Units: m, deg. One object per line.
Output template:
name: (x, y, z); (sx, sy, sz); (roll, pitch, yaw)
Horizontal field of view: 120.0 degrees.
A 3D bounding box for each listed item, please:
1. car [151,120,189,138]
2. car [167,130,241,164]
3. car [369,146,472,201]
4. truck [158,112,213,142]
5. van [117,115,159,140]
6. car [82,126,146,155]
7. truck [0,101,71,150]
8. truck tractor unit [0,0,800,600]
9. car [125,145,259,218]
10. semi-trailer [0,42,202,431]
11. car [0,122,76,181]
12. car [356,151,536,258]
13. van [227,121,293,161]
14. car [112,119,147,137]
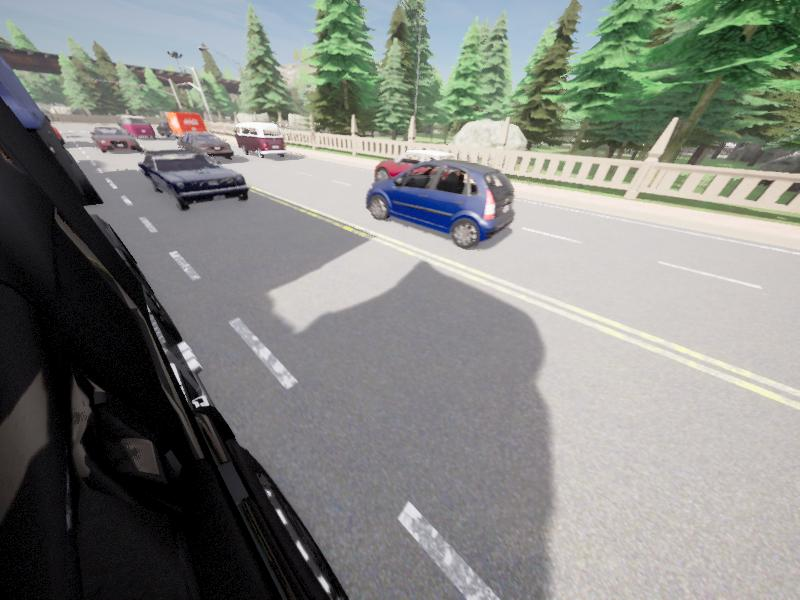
car: (-29.285, -21.769, 29.408); (4.856, 1.649, 2.033); (28, 44, 30)
car: (-12.894, -10.123, 15.156); (5.357, 1.411, 2.033); (28, 44, 30)
car: (0.740, -5.567, 9.927); (3.806, 1.475, 1.970); (28, 44, 30)
truck: (-23.537, -19.034, 25.429); (5.204, 2.467, 2.627); (28, 43, 30)
van: (-28.571, -18.794, 25.176); (4.442, 1.987, 1.775); (28, 43, 30)
car: (-19.790, -11.077, 15.982); (4.181, 1.385, 1.994); (28, 44, 30)
truck: (-26.475, -12.397, 16.344); (5.204, 2.467, 2.627); (29, 44, 29)
truck tractor unit: (-2.645, -0.295, 0.351); (6.516, 4.208, 3.053); (28, 44, 30)
car: (-6.948, -4.144, 7.652); (4.718, 1.301, 1.895); (28, 44, 30)
semi-trailer: (-8.695, -3.616, 4.220); (14.254, 4.402, 2.717); (28, 44, 30)
car: (-16.225, -6.532, 9.923); (5.238, 1.638, 1.930); (28, 44, 30)
car: (0.925, -2.782, 6.109); (3.988, 1.617, 1.851); (28, 44, 30)
van: (-10.245, -11.705, 16.910); (4.480, 2.038, 2.069); (28, 44, 30)
car: (-33.026, -21.009, 28.198); (3.705, 1.549, 1.789); (28, 44, 30)
